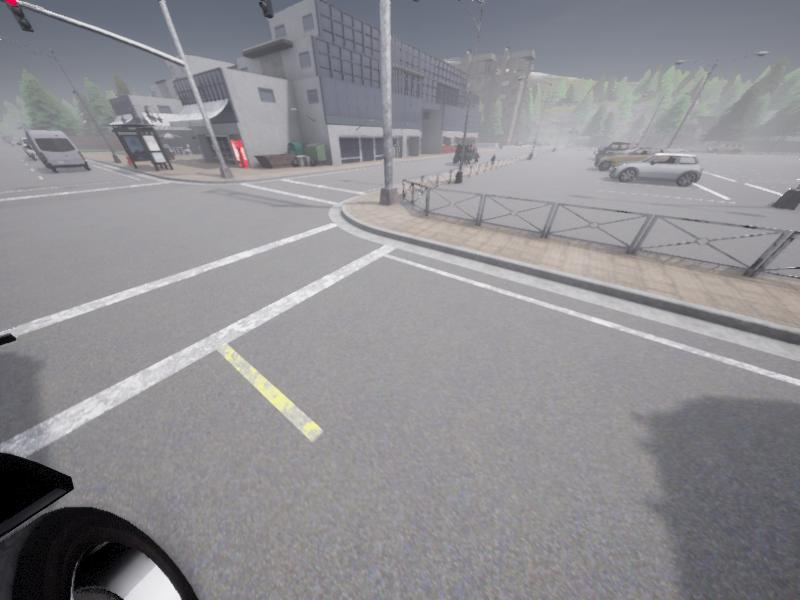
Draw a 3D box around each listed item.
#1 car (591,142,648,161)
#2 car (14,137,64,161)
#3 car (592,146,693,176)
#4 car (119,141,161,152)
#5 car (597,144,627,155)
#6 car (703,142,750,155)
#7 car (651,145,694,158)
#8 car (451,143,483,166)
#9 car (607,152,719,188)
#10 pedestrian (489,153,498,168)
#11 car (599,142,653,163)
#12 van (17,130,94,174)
[{"bbox_3d":[26.940,-18.458,28.624,4.605,1.855,1.932,22,41,28],"label":"car"},{"bbox_3d":[-41.460,-17.401,26.512,5.566,2.045,2.150,22,41,28],"label":"car"},{"bbox_3d":[18.299,-10.885,17.916,5.027,1.636,2.152,22,41,28],"label":"car"},{"bbox_3d":[-49.328,-29.230,43.936,1.837,1.490,4.892,23,41,29],"label":"car"},{"bbox_3d":[37.679,-26.934,41.205,3.633,1.501,1.845,22,41,28],"label":"car"},{"bbox_3d":[62.714,-29.230,44.537,4.605,1.855,1.932,22,40,27],"label":"car"},{"bbox_3d":[42.062,-23.056,35.755,3.806,1.475,1.970,22,41,28],"label":"car"},{"bbox_3d":[7.380,-16.059,25.407,1.905,1.878,3.866,22,41,28],"label":"car"},{"bbox_3d":[14.895,-7.692,13.499,3.806,1.475,1.970,22,41,28],"label":"car"},{"bbox_3d":[8.512,-12.692,21.019,0.500,1.100,0.500,20,39,25],"label":"pedestrian"},{"bbox_3d":[25.616,-16.970,26.468,3.866,1.878,1.905,22,41,28],"label":"car"},{"bbox_3d":[-27.074,-11.742,18.165,5.915,2.561,1.988,22,41,28],"label":"van"}]
